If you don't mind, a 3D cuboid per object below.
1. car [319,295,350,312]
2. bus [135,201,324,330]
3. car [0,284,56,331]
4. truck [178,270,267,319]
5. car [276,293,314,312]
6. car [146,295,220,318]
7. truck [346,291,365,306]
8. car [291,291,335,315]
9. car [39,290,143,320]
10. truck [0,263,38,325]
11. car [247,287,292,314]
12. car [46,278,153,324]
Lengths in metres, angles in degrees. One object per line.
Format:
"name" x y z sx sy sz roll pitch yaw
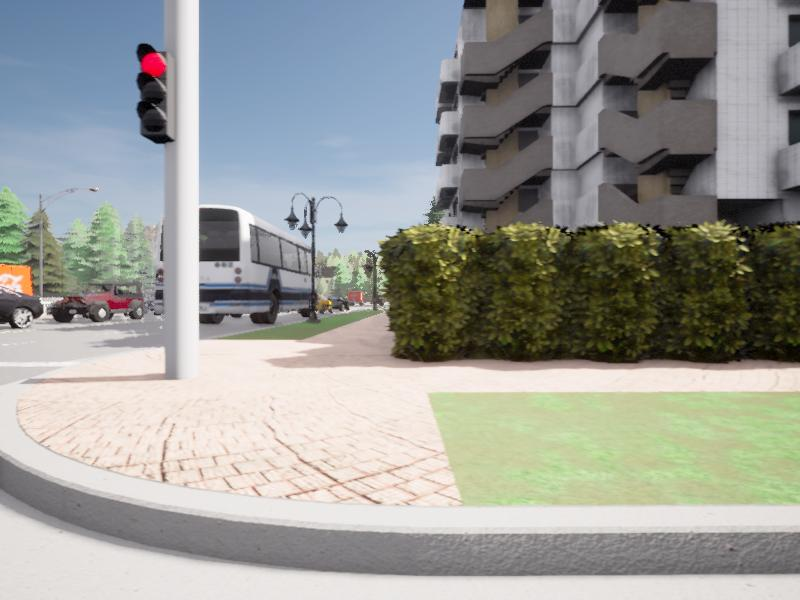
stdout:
"car" -5.817 0.307 35.946 1.994 1.385 4.181 0 0 2
"bus" -6.658 -1.135 18.407 3.944 4.253 10.273 0 0 2
"car" -13.796 0.234 12.299 2.128 1.511 4.902 0 0 3
"truck" -9.859 -0.248 22.871 2.627 2.467 5.204 0 0 2
"car" -9.321 0.221 35.830 1.882 1.535 5.008 0 0 2
"car" -13.278 0.341 24.839 1.895 1.301 4.718 0 0 2
"truck" -7.846 -0.246 71.595 2.627 2.467 5.204 0 0 2
"car" -6.108 0.201 28.819 1.801 1.575 5.366 0 0 2
"car" -16.889 0.242 22.250 1.837 1.490 4.892 0 0 2
"truck" -17.190 -0.246 14.900 2.627 2.467 5.204 0 0 2
"car" -9.578 0.044 29.632 1.905 1.878 3.866 0 0 3
"car" -13.548 0.044 18.368 1.905 1.878 3.866 0 0 2
